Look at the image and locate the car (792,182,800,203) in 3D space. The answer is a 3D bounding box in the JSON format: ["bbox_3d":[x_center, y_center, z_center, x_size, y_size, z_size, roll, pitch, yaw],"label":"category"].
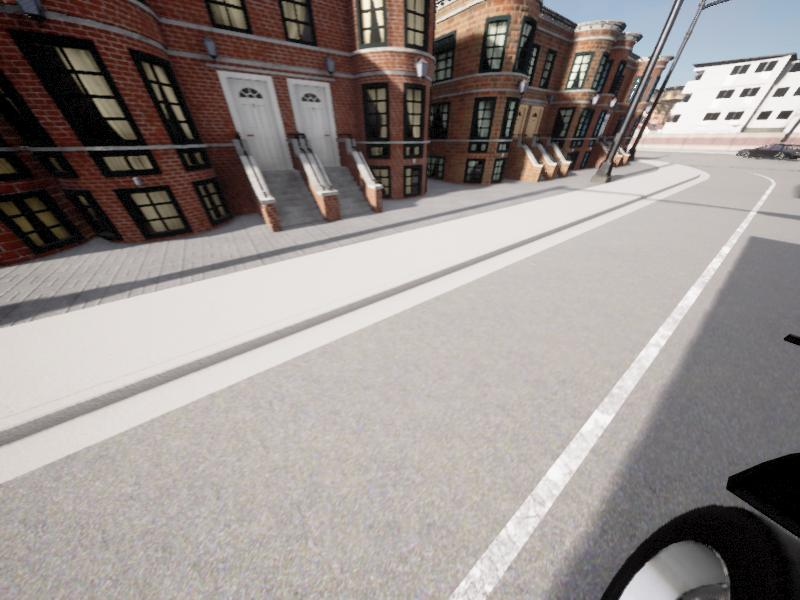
[{"bbox_3d":[18.923,-5.039,9.671,5.357,1.411,2.033,-22,41,-28],"label":"car"}]

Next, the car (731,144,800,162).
[{"bbox_3d":[41.066,-16.245,25.357,2.033,1.411,5.357,0,35,1],"label":"car"}]
